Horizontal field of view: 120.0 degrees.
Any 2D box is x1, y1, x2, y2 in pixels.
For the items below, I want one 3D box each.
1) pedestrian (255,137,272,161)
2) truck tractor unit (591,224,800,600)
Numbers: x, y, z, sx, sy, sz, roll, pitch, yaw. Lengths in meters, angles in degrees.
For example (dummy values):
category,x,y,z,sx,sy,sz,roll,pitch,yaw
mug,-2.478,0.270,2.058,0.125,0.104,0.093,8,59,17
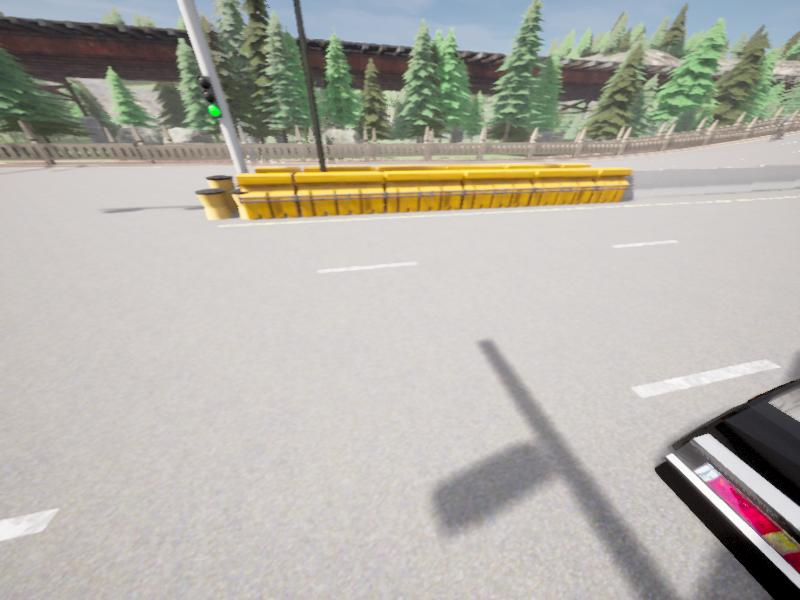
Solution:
category,x,y,z,sx,sy,sz,roll,pitch,yaw
pedestrian,-13.069,-14.417,22.114,0.751,1.860,0.751,-6,36,-10
truck tractor unit,5.327,0.020,0.326,6.516,4.208,3.053,-7,36,-10
